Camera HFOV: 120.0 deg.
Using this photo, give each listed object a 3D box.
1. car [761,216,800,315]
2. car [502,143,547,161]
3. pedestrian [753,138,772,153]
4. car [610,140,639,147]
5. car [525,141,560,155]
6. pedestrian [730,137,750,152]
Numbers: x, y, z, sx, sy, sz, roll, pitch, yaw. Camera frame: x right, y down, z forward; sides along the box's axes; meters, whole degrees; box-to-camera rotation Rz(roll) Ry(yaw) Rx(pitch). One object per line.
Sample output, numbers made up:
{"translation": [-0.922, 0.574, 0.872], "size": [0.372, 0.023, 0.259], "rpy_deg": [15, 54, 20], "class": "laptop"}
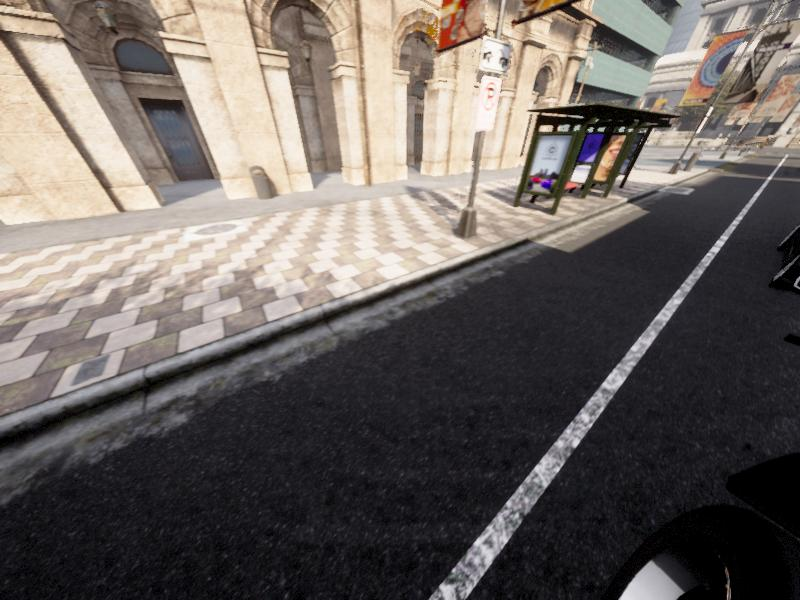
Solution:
{"translation": [8.467, -0.950, 3.891], "size": [4.892, 1.490, 1.837], "rpy_deg": [-23, 41, -28], "class": "car"}
{"translation": [14.250, -17.010, 26.466], "size": [4.786, 1.482, 2.161], "rpy_deg": [-22, 41, -28], "class": "car"}
{"translation": [55.309, -23.571, 35.247], "size": [0.751, 1.860, 0.751], "rpy_deg": [-22, 40, -27], "class": "pedestrian"}
{"translation": [57.323, -40.114, 59.065], "size": [2.163, 1.488, 4.792], "rpy_deg": [-22, 41, -28], "class": "car"}
{"translation": [21.341, -22.861, 34.639], "size": [4.902, 1.511, 2.128], "rpy_deg": [-22, 41, -28], "class": "car"}
{"translation": [52.544, -24.063, 35.704], "size": [0.751, 1.860, 0.751], "rpy_deg": [-14, 37, -19], "class": "pedestrian"}
